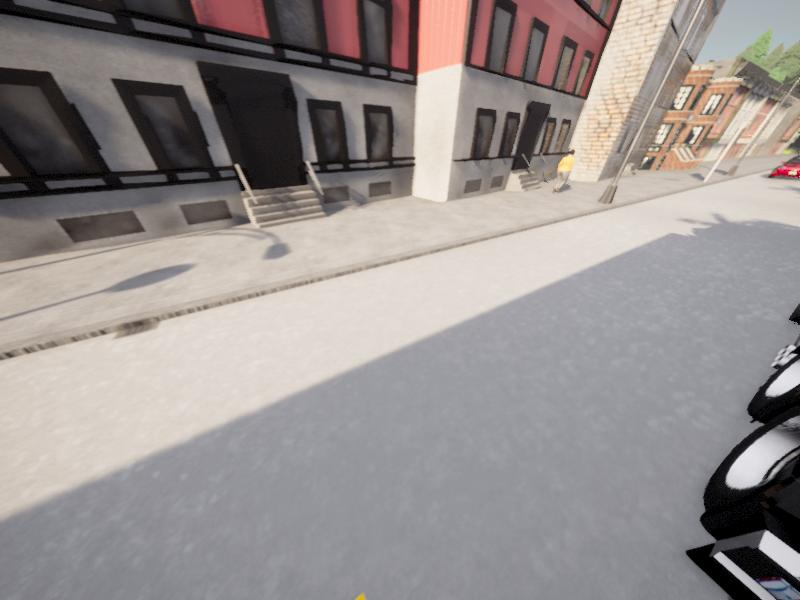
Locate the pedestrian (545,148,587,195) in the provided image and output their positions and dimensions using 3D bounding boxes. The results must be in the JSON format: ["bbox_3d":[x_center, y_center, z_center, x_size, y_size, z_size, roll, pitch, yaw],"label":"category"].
[{"bbox_3d":[7.797,-6.065,10.931,0.751,1.860,0.751,-17,39,-23],"label":"pedestrian"}]

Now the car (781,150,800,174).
[{"bbox_3d":[36.775,-12.375,20.306,5.566,2.045,2.150,-18,39,-24],"label":"car"}]

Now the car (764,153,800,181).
[{"bbox_3d":[29.678,-9.845,17.065,4.514,1.525,2.007,-18,39,-24],"label":"car"}]

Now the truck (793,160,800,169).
[{"bbox_3d":[44.165,-14.941,23.683,5.204,2.467,2.627,-18,39,-24],"label":"truck"}]

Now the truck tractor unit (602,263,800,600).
[{"bbox_3d":[5.112,-0.299,0.786,6.516,4.208,3.053,-18,39,-24],"label":"truck tractor unit"}]
